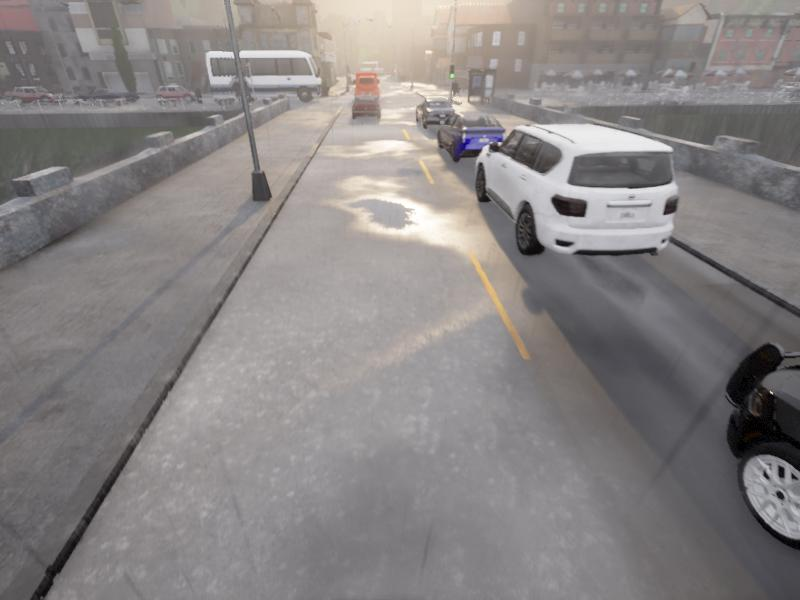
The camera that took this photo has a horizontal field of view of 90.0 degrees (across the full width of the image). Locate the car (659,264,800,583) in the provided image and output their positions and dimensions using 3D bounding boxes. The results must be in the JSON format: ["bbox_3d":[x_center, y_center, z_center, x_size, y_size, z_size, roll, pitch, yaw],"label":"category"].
[{"bbox_3d":[3.736,1.719,1.392,1.930,1.638,5.238,-2,30,-3],"label":"car"}]

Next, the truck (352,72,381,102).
[{"bbox_3d":[-3.307,-21.416,40.103,2.627,2.467,5.204,-2,30,-3],"label":"truck"}]

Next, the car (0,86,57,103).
[{"bbox_3d":[-38.114,-20.990,40.799,4.181,1.385,1.994,-2,30,-3],"label":"car"}]

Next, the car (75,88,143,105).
[{"bbox_3d":[-27.529,-19.334,37.942,4.718,1.301,1.895,-2,30,-3],"label":"car"}]

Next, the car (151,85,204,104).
[{"bbox_3d":[-21.178,-19.651,38.239,3.806,1.475,1.970,-2,30,-3],"label":"car"}]

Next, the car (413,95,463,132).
[{"bbox_3d":[2.037,-10.865,23.110,2.033,1.411,5.357,-2,30,-3],"label":"car"}]

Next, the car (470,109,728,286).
[{"bbox_3d":[3.184,-2.545,8.267,2.150,2.045,5.566,-2,30,-3],"label":"car"}]

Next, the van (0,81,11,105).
[{"bbox_3d":[-39.567,-19.174,37.107,4.442,1.987,1.775,-2,30,-3],"label":"van"}]

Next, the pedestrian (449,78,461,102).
[{"bbox_3d":[5.086,-19.329,36.794,0.751,1.860,0.751,17,35,27],"label":"pedestrian"}]

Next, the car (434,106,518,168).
[{"bbox_3d":[2.653,-6.312,15.210,2.007,1.525,4.514,-2,30,-3],"label":"car"}]

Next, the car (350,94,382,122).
[{"bbox_3d":[-2.240,-12.869,26.665,1.895,1.301,4.718,-2,30,-3],"label":"car"}]

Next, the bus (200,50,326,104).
[{"bbox_3d":[-12.599,-21.271,38.173,10.273,4.253,3.944,-3,30,-4],"label":"bus"}]

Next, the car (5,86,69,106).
[{"bbox_3d":[-33.963,-19.166,37.541,3.806,1.475,1.970,-2,30,-3],"label":"car"}]
